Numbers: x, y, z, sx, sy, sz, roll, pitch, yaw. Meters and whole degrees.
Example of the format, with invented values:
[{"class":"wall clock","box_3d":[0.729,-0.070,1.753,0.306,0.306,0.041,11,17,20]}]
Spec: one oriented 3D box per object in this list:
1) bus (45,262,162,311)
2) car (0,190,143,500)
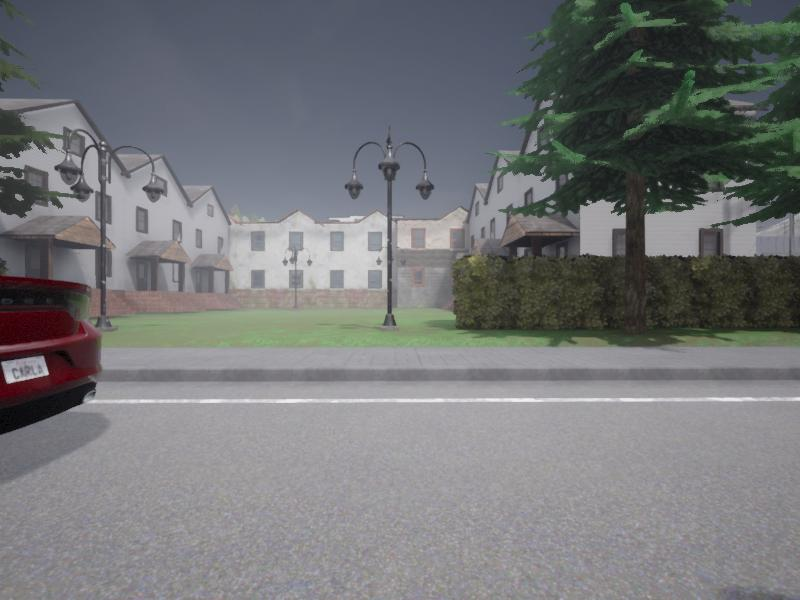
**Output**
[{"class":"bus","box_3d":[-28.435,-1.151,39.391,3.944,4.253,10.273,0,0,0]},{"class":"car","box_3d":[-4.488,0.223,2.134,5.008,1.535,1.882,0,0,-1]}]
